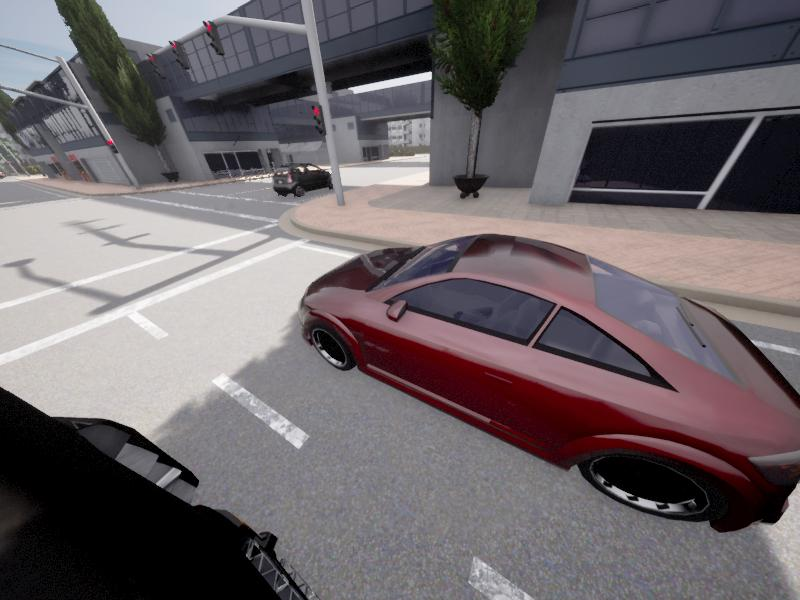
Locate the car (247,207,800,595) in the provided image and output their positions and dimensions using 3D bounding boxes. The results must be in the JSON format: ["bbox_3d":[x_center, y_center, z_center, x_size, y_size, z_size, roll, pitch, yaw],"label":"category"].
[{"bbox_3d":[0.773,0.073,2.537,4.181,1.385,1.994,16,38,26],"label":"car"}]

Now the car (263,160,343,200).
[{"bbox_3d":[-5.656,-7.402,14.067,1.851,1.617,3.988,16,38,26],"label":"car"}]
